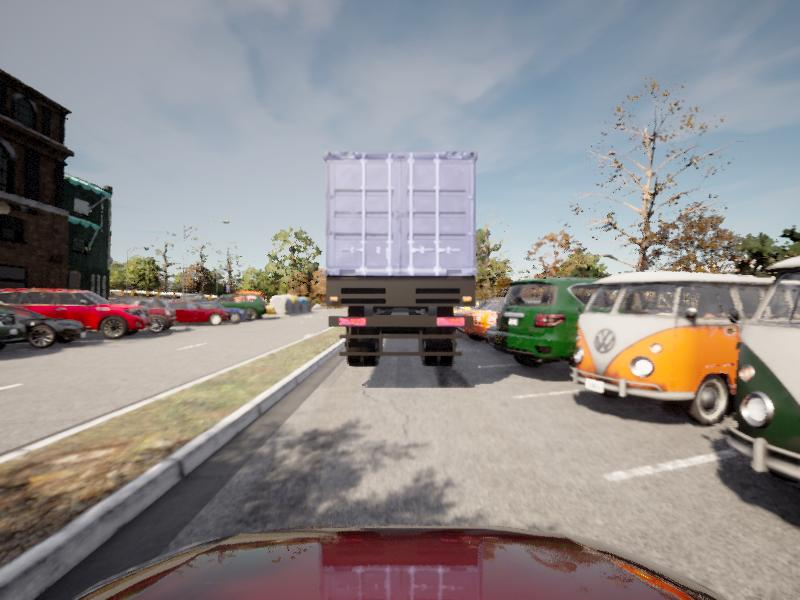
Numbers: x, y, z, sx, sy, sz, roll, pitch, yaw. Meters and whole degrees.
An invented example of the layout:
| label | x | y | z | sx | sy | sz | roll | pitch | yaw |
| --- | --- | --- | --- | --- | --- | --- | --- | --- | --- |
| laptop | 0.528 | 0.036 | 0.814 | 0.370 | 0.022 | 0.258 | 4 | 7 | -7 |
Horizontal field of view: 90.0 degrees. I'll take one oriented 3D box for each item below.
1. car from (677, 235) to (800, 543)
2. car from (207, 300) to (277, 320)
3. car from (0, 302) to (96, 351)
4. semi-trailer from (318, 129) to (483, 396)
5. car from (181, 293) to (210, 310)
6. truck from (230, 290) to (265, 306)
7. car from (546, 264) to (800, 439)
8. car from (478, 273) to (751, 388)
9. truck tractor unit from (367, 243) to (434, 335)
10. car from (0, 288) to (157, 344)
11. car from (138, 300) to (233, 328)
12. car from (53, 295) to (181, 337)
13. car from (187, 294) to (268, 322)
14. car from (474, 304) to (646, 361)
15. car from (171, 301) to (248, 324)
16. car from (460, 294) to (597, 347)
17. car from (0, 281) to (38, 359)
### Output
| label | x | y | z | sx | sy | sz | roll | pitch | yaw |
| --- | --- | --- | --- | --- | --- | --- | --- | --- | --- |
| car | 4.723 | 0.604 | 3.190 | 4.442 | 1.987 | 1.878 | 1 | 0 | -20 |
| car | -13.417 | 0.810 | 34.203 | 5.366 | 1.575 | 1.946 | -1 | 1 | -20 |
| car | -13.316 | 0.848 | 13.177 | 4.792 | 1.488 | 2.163 | -1 | 0 | -20 |
| semi-trailer | 0.016 | -0.609 | 13.707 | 2.717 | 4.402 | 14.254 | 0 | 0 | 0 |
| car | -25.909 | 0.264 | 50.857 | 2.435 | 2.045 | 5.566 | 1 | -1 | -19 |
| truck | -28.402 | -0.406 | 74.667 | 5.204 | 2.467 | 2.627 | 4 | -2 | 1 |
| car | 4.724 | 0.606 | 6.167 | 4.442 | 1.987 | 1.878 | 1 | 0 | -20 |
| car | 4.863 | 0.584 | 9.198 | 5.566 | 2.045 | 2.435 | 1 | 0 | -20 |
| truck tractor unit | 0.025 | -0.508 | 21.622 | 3.053 | 4.208 | 6.516 | 0 | 0 | 0 |
| car | -13.314 | 0.570 | 16.187 | 5.566 | 2.045 | 2.435 | -1 | 0 | -20 |
| car | -13.297 | 0.829 | 25.202 | 5.008 | 1.535 | 2.097 | -1 | 0 | -20 |
| car | -13.293 | 0.698 | 19.183 | 4.553 | 1.767 | 2.185 | -1 | 0 | -20 |
| car | -13.286 | 0.572 | 31.228 | 5.566 | 2.045 | 2.435 | -1 | 0 | -20 |
| car | 4.840 | 0.878 | 12.160 | 4.674 | 1.452 | 2.002 | 1 | 0 | -20 |
| car | -13.276 | 0.869 | 28.227 | 4.674 | 1.452 | 2.002 | -1 | 0 | -20 |
| car | 4.813 | 0.713 | 15.132 | 4.553 | 1.767 | 2.185 | 1 | 0 | -20 |
| car | -13.327 | 0.564 | 10.173 | 5.566 | 2.045 | 2.435 | -1 | 0 | -20 |
